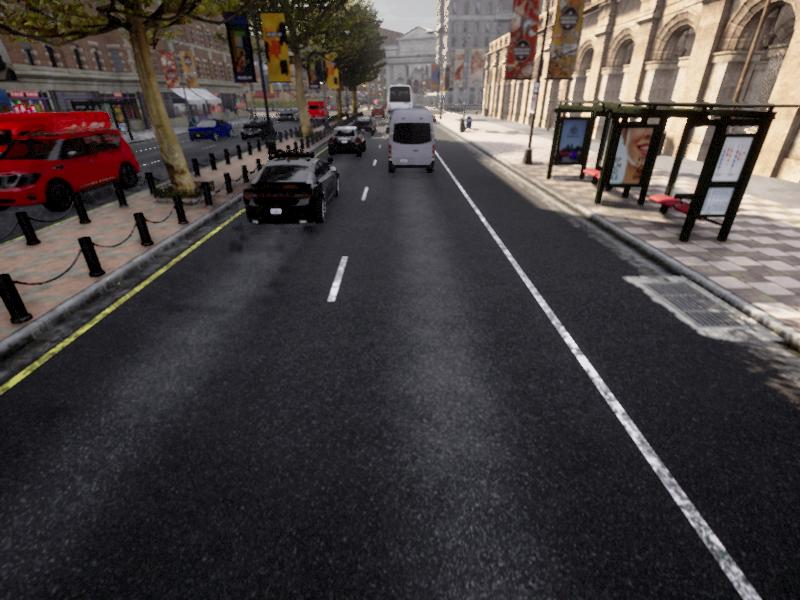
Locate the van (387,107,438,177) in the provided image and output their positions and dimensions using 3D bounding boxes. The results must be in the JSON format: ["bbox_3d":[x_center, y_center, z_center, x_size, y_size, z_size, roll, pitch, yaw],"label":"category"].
[{"bbox_3d":[0.473,-7.694,19.017,1.988,2.561,5.915,0,27,0],"label":"van"}]

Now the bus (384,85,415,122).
[{"bbox_3d":[-0.115,-27.620,56.239,3.944,4.253,10.273,0,26,0],"label":"bus"}]

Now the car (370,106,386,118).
[{"bbox_3d":[-3.516,-30.464,64.744,2.152,1.651,5.027,0,27,0],"label":"car"}]

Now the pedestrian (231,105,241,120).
[{"bbox_3d":[-22.680,-25.990,55.351,0.751,1.860,0.751,8,28,16],"label":"pedestrian"}]

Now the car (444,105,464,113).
[{"bbox_3d":[11.137,-39.609,82.826,3.806,1.475,1.970,0,27,-1],"label":"car"}]

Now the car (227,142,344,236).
[{"bbox_3d":[-2.969,-3.495,11.766,1.930,1.638,5.238,0,27,0],"label":"car"}]

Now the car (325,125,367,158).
[{"bbox_3d":[-3.075,-9.414,23.570,1.970,1.475,3.806,0,27,0],"label":"car"}]

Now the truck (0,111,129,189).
[{"bbox_3d":[-14.463,-6.392,16.568,2.627,2.467,5.204,0,27,0],"label":"truck"}]

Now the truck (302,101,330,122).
[{"bbox_3d":[-11.388,-25.768,54.604,2.627,2.467,5.204,0,27,0],"label":"truck"}]

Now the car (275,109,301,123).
[{"bbox_3d":[-14.871,-24.528,53.206,2.038,1.542,4.974,0,27,0],"label":"car"}]

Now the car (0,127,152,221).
[{"bbox_3d":[-10.938,-4.326,12.972,2.150,2.045,5.566,0,27,0],"label":"car"}]

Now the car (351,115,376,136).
[{"bbox_3d":[-3.190,-15.768,36.028,1.837,1.490,4.892,0,27,-1],"label":"car"}]

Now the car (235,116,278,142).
[{"bbox_3d":[-11.139,-13.458,31.385,1.851,1.617,3.988,0,27,0],"label":"car"}]

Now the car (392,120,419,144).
[{"bbox_3d":[0.363,-12.961,30.728,1.895,1.301,4.718,0,27,-1],"label":"car"}]

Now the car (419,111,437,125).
[{"bbox_3d":[3.413,-22.711,49.853,1.895,1.301,4.718,0,27,-1],"label":"car"}]

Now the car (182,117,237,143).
[{"bbox_3d":[-14.639,-13.274,31.109,1.882,1.535,5.008,0,27,0],"label":"car"}]

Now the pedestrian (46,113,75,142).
[{"bbox_3d":[-23.883,-12.137,28.153,0.751,1.860,0.751,1,27,1],"label":"pedestrian"}]
